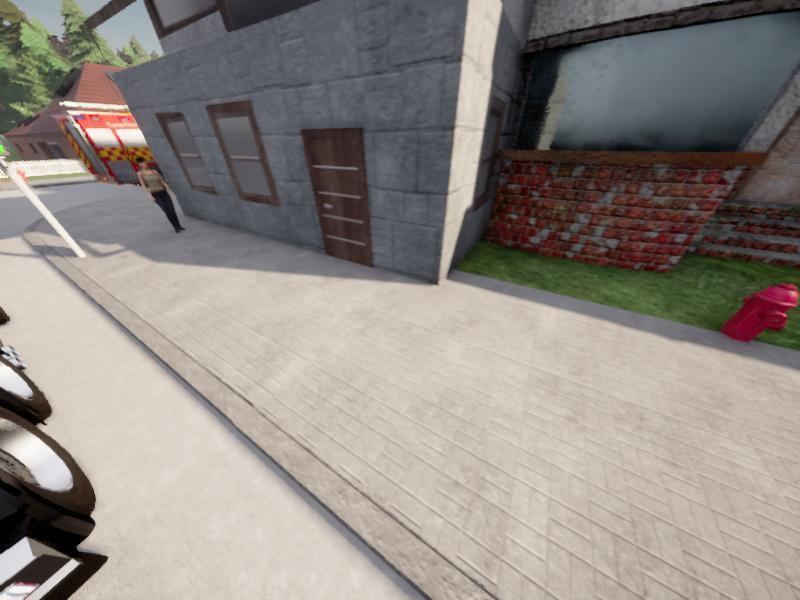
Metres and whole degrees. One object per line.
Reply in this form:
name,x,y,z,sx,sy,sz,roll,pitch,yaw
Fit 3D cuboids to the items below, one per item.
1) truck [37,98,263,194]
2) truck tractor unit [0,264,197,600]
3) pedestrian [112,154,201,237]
truck,-14.064,-9.659,14.648,2.891,3.827,8.468,16,38,22
truck tractor unit,-5.114,-0.297,0.784,6.516,4.208,3.053,18,39,24
pedestrian,-6.351,-2.753,6.143,0.751,1.860,0.751,18,39,24
